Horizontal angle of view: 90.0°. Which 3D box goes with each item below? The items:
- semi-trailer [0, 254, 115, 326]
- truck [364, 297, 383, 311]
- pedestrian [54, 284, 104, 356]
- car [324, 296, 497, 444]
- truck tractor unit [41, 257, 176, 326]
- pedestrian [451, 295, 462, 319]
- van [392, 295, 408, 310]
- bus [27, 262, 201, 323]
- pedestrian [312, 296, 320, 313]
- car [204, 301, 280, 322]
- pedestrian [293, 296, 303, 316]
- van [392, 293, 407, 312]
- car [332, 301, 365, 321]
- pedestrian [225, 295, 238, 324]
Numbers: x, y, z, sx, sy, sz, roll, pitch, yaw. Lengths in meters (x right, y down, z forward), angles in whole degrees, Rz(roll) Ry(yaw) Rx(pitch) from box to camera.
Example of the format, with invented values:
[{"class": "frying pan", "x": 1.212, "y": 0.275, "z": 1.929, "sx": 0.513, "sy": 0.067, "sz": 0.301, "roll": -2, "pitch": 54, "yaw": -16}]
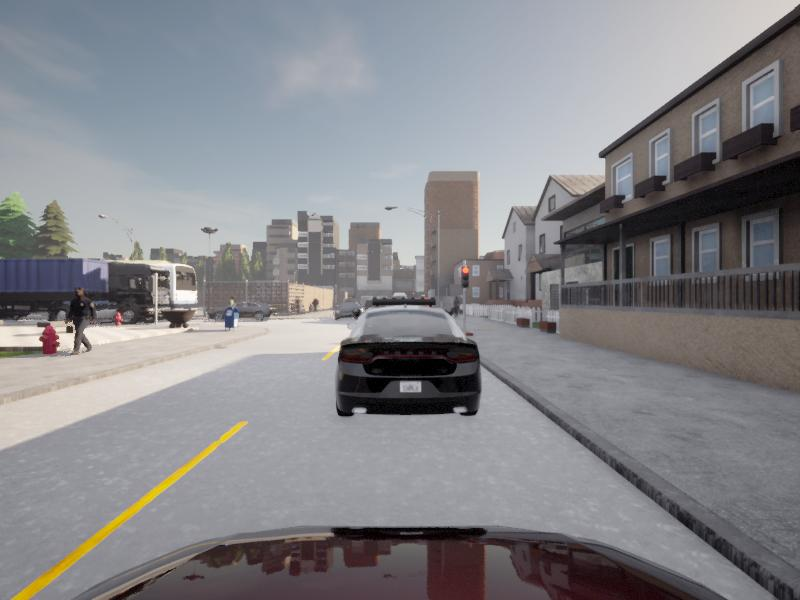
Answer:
[{"class": "semi-trailer", "x": -26.632, "y": -0.619, "z": 25.911, "sx": 14.254, "sy": 4.402, "sz": 2.717, "roll": 0, "pitch": 0, "yaw": -1}, {"class": "truck", "x": -4.048, "y": 0.542, "z": 61.912, "sx": 2.390, "sy": 2.098, "sz": 6.274, "roll": 0, "pitch": 0, "yaw": 1}, {"class": "pedestrian", "x": -8.603, "y": 0.525, "z": 10.761, "sx": 0.751, "sy": 1.860, "sz": 0.751, "roll": 0, "pitch": 0, "yaw": -5}, {"class": "car", "x": 0.062, "y": 0.771, "z": 7.066, "sx": 1.930, "sy": 1.638, "sz": 5.238, "roll": 0, "pitch": 0, "yaw": -1}, {"class": "truck tractor unit", "x": -18.714, "y": -0.498, "z": 26.002, "sx": 6.516, "sy": 4.208, "sz": 3.053, "roll": 0, "pitch": 0, "yaw": -1}, {"class": "pedestrian", "x": 4.417, "y": 0.533, "z": 31.177, "sx": 0.751, "sy": 1.860, "sz": 0.751, "roll": 0, "pitch": 0, "yaw": -1}, {"class": "van", "x": -0.048, "y": 0.378, "z": 65.604, "sx": 2.351, "sy": 2.431, "sz": 6.366, "roll": 0, "pitch": 0, "yaw": -1}, {"class": "bus", "x": -20.892, "y": -0.534, "z": 29.798, "sx": 10.273, "sy": 4.253, "sz": 3.944, "roll": 0, "pitch": 0, "yaw": 1}, {"class": "pedestrian", "x": -9.384, "y": 0.534, "z": 44.585, "sx": 0.751, "sy": 1.860, "sz": 0.751, "roll": 0, "pitch": 0, "yaw": 0}, {"class": "car", "x": -11.787, "y": 0.836, "z": 30.087, "sx": 4.902, "sy": 1.511, "sz": 2.128, "roll": 0, "pitch": 0, "yaw": -4}, {"class": "pedestrian", "x": -9.370, "y": 0.534, "z": 36.788, "sx": 0.751, "sy": 1.860, "sz": 0.751, "roll": 0, "pitch": 0, "yaw": -1}, {"class": "van", "x": -0.076, "y": 0.322, "z": 57.479, "sx": 1.988, "sy": 2.561, "sz": 5.915, "roll": 0, "pitch": 0, "yaw": -1}, {"class": "car", "x": -4.087, "y": 0.825, "z": 32.545, "sx": 2.038, "sy": 1.542, "sz": 4.974, "roll": 0, "pitch": 0, "yaw": 0}, {"class": "pedestrian", "x": -10.998, "y": 0.637, "z": 26.165, "sx": 0.751, "sy": 1.860, "sz": 0.751, "roll": 0, "pitch": 0, "yaw": -26}]
